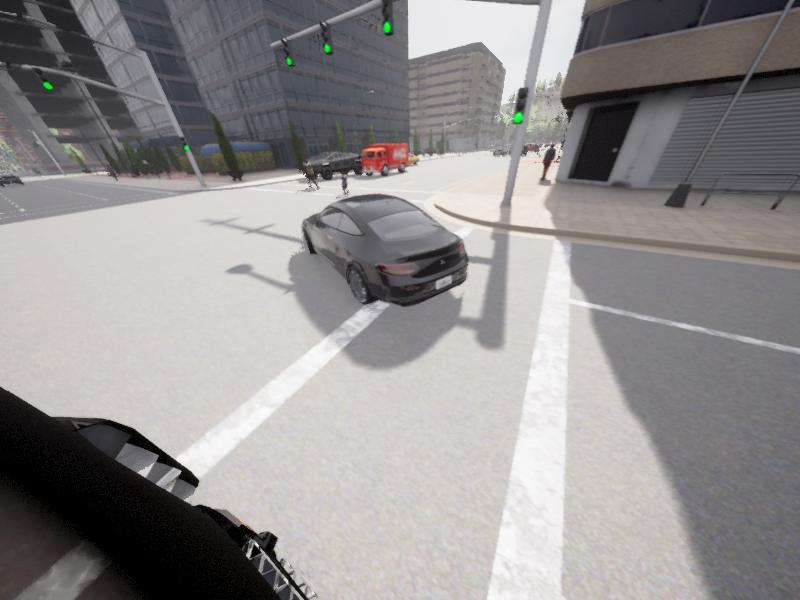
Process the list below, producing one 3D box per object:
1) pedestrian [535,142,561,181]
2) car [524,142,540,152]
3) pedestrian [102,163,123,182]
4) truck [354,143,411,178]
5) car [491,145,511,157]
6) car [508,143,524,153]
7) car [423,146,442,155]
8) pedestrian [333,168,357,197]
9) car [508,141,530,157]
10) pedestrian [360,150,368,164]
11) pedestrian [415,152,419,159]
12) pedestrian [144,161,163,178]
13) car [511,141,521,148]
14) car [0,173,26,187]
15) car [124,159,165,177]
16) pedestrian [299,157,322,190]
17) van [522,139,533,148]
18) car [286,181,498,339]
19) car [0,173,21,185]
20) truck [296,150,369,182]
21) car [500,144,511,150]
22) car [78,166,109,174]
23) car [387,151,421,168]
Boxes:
[{"bbox_3d":[8.408,-7.854,13.140,0.751,1.860,0.751,15,37,25],"label":"pedestrian"},{"bbox_3d":[29.609,-34.198,51.624,2.242,1.667,4.611,17,38,28],"label":"car"},{"bbox_3d":[-34.167,-15.117,27.449,0.751,1.860,0.751,20,40,31],"label":"pedestrian"},{"bbox_3d":[-1.441,-13.264,21.844,2.627,2.467,5.204,17,39,28],"label":"truck"},{"bbox_3d":[18.995,-27.991,43.301,2.038,1.542,4.974,18,39,28],"label":"car"},{"bbox_3d":[26.874,-35.300,53.559,2.242,1.667,4.611,17,39,28],"label":"car"},{"bbox_3d":[8.795,-40.758,63.020,4.553,1.767,2.097,17,39,28],"label":"car"},{"bbox_3d":[-3.000,-6.468,12.732,0.751,1.300,0.751,20,40,31],"label":"pedestrian"},{"bbox_3d":[20.260,-25.739,39.332,2.150,2.045,5.566,17,39,28],"label":"car"},{"bbox_3d":[-5.790,-23.054,37.138,0.751,1.860,0.751,18,39,29],"label":"pedestrian"},{"bbox_3d":[3.204,-26.584,42.486,0.500,1.100,0.500,26,43,36],"label":"pedestrian"},{"bbox_3d":[-33.234,-17.622,31.151,0.751,1.860,0.751,3,34,9],"label":"pedestrian"},{"bbox_3d":[43.285,-57.825,85.914,2.150,2.045,5.566,17,39,28],"label":"car"},{"bbox_3d":[-54.850,-16.873,32.377,4.892,1.490,1.837,17,38,27],"label":"car"},{"bbox_3d":[-41.477,-21.704,37.810,2.390,2.098,6.274,-18,36,-22],"label":"car"},{"bbox_3d":[-5.900,-8.365,15.315,0.751,1.860,0.751,6,34,13],"label":"pedestrian"},{"bbox_3d":[46.902,-57.682,85.053,2.351,2.431,6.366,17,39,28],"label":"van"},{"bbox_3d":[-0.688,-1.399,4.818,1.812,1.442,4.674,-23,39,-27],"label":"car"},{"bbox_3d":[-61.832,-18.955,36.162,3.806,1.475,1.970,17,38,27],"label":"car"},{"bbox_3d":[-5.967,-12.599,21.534,2.390,2.098,6.274,17,39,28],"label":"truck"},{"bbox_3d":[33.602,-48.680,73.394,2.163,1.488,4.792,17,39,28],"label":"car"},{"bbox_3d":[-81.818,-34.778,61.677,1.895,1.301,4.718,17,38,27],"label":"car"},{"bbox_3d":[0.664,-18.360,30.167,1.801,1.575,5.366,18,39,28],"label":"car"}]
